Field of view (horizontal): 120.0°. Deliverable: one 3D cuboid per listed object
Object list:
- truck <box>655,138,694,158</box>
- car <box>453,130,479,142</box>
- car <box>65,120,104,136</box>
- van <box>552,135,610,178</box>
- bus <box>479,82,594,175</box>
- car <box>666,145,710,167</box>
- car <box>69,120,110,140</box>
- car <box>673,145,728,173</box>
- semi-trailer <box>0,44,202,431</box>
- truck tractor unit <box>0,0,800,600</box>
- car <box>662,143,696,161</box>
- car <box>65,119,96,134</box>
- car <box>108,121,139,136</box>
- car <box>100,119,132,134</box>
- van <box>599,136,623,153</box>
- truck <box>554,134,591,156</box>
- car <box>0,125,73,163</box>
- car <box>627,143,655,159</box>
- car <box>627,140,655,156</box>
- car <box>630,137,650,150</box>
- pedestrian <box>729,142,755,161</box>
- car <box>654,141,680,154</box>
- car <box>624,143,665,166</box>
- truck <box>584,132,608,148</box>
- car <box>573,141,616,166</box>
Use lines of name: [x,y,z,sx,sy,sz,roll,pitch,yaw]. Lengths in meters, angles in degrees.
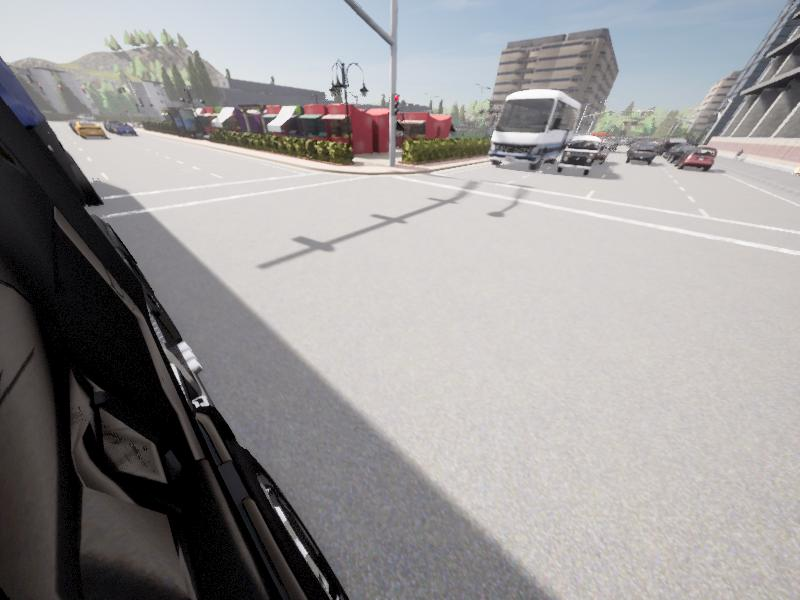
truck: [38.527,-21.555,32.600,2.390,2.098,6.274,28,44,30]
car: [13.763,-34.614,48.673,4.605,1.855,1.932,28,44,30]
car: [-39.668,-21.601,29.030,4.792,1.488,2.163,28,44,30]
van: [11.969,-9.610,15.294,2.069,2.038,4.480,24,42,26]
bus: [10.476,-12.559,17.301,3.944,4.253,10.273,28,44,30]
car: [29.261,-14.869,23.657,1.882,1.535,5.008,28,44,30]
car: [-34.509,-18.906,25.672,5.008,1.535,1.882,28,44,30]
car: [25.063,-11.957,19.492,1.851,1.617,3.988,28,44,30]
semi-trailer: [-8.712,-3.576,4.240,14.254,4.402,2.717,28,44,30]
truck tractor unit: [-2.645,-0.295,0.351,6.516,4.208,3.053,28,44,30]
car: [33.577,-17.884,27.895,1.789,1.549,3.705,28,44,30]
car: [-44.903,-24.397,32.425,5.008,1.535,1.882,28,44,30]
car: [-37.048,-22.944,30.966,4.193,1.474,1.816,28,44,30]
car: [-42.042,-25.659,34.187,4.856,1.649,2.033,28,44,30]
van: [32.094,-23.601,35.072,1.775,1.987,4.442,28,44,30]
truck: [22.419,-20.179,29.893,2.390,2.098,6.274,28,44,30]
car: [-21.574,-9.231,13.530,4.792,1.488,2.163,28,44,30]
car: [30.712,-19.105,29.521,1.994,1.385,4.181,28,44,30]
car: [35.318,-22.421,33.978,2.152,1.651,5.027,28,44,30]
car: [45.081,-29.434,43.434,1.932,1.855,4.605,28,44,30]
pedestrian: [40.725,-17.741,27.545,0.751,1.860,0.751,28,44,30]
car: [44.273,-25.391,38.403,1.930,1.638,5.238,28,44,30]
car: [23.963,-14.444,22.827,2.128,1.511,4.902,27,44,29]
truck: [40.177,-32.730,47.267,2.627,2.467,5.204,28,44,30]
car: [17.959,-13.586,21.266,2.152,1.651,5.027,28,44,30]
